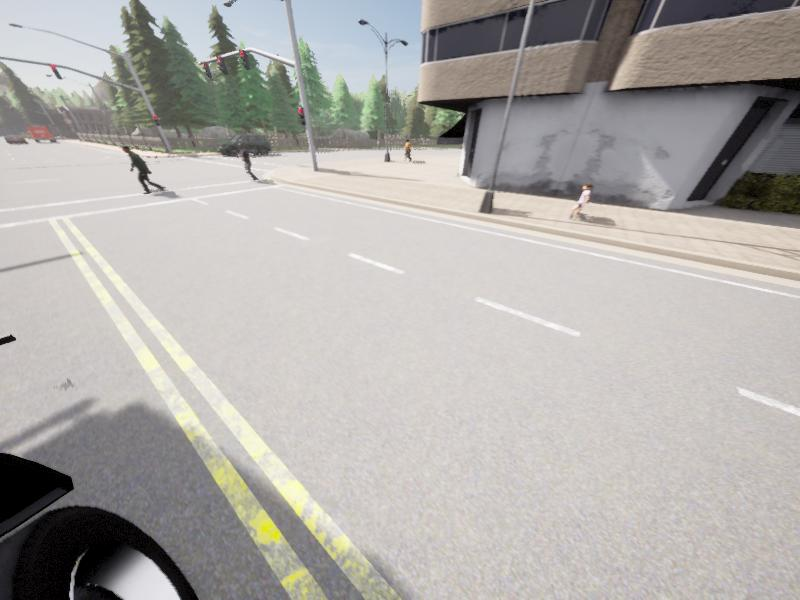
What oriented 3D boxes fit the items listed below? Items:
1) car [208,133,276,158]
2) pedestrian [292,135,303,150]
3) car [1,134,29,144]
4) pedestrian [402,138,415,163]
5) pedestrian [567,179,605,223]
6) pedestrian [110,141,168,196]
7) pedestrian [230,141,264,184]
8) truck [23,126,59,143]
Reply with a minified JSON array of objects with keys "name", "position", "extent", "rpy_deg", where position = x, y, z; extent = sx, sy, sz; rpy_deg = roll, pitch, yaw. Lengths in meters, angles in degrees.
[{"name":"car","position":[-17.423,-17.339,25.888],"extent":[2.150,2.045,5.566],"rpy_deg":[24,41,29]},{"name":"pedestrian","position":[-15.018,-23.049,33.815],"extent":[0.751,1.860,0.751],"rpy_deg":[25,42,30]},{"name":"car","position":[-66.888,-27.943,40.129],"extent":[4.181,1.385,1.994],"rpy_deg":[23,41,27]},{"name":"pedestrian","position":[0.754,-13.637,21.068],"extent":[0.751,1.860,0.751],"rpy_deg":[-23,42,-30]},{"name":"pedestrian","position":[5.561,-2.974,6.948],"extent":[0.500,1.100,0.500],"rpy_deg":[23,41,28]},{"name":"pedestrian","position":[-10.685,-5.394,9.512],"extent":[0.751,1.860,0.751],"rpy_deg":[23,41,28]},{"name":"pedestrian","position":[-8.088,-7.310,12.276],"extent":[0.751,1.860,0.751],"rpy_deg":[21,40,25]},{"name":"truck","position":[-69.903,-32.152,44.982],"extent":[5.204,2.467,2.627],"rpy_deg":[22,40,28]}]
